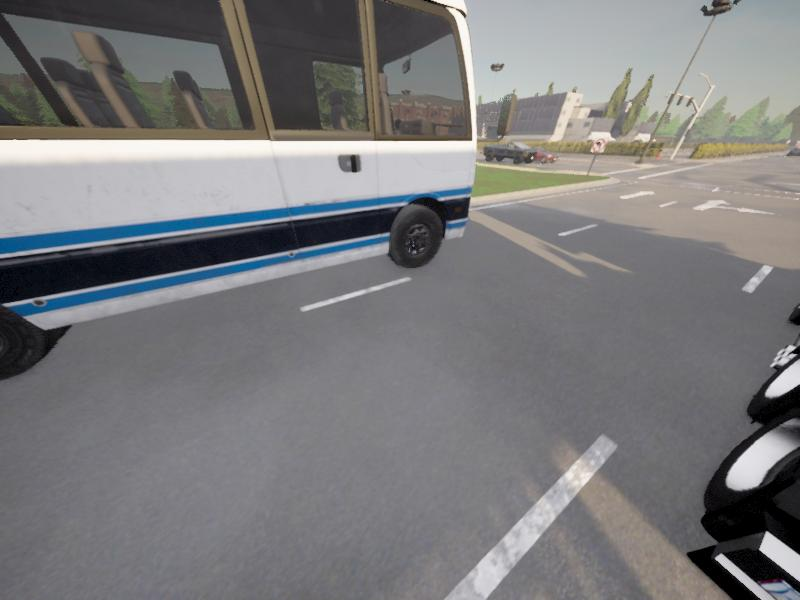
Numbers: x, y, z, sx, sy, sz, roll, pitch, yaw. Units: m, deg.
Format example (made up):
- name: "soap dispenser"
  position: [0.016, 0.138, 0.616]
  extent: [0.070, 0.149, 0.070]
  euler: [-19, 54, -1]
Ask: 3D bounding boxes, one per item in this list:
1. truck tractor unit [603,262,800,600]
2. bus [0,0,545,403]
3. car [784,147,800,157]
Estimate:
- name: "truck tractor unit"
  position: [5.110, -0.300, 0.795]
  extent: [6.516, 4.208, 3.053]
  euler: [-18, 39, -24]
- name: "bus"
  position: [-3.447, -2.214, 3.442]
  extent: [10.273, 4.253, 3.944]
  euler: [-18, 39, -24]
- name: "car"
  position: [74.811, -27.749, 43.263]
  extent: [4.902, 1.511, 2.128]
  euler: [-18, 39, -24]
